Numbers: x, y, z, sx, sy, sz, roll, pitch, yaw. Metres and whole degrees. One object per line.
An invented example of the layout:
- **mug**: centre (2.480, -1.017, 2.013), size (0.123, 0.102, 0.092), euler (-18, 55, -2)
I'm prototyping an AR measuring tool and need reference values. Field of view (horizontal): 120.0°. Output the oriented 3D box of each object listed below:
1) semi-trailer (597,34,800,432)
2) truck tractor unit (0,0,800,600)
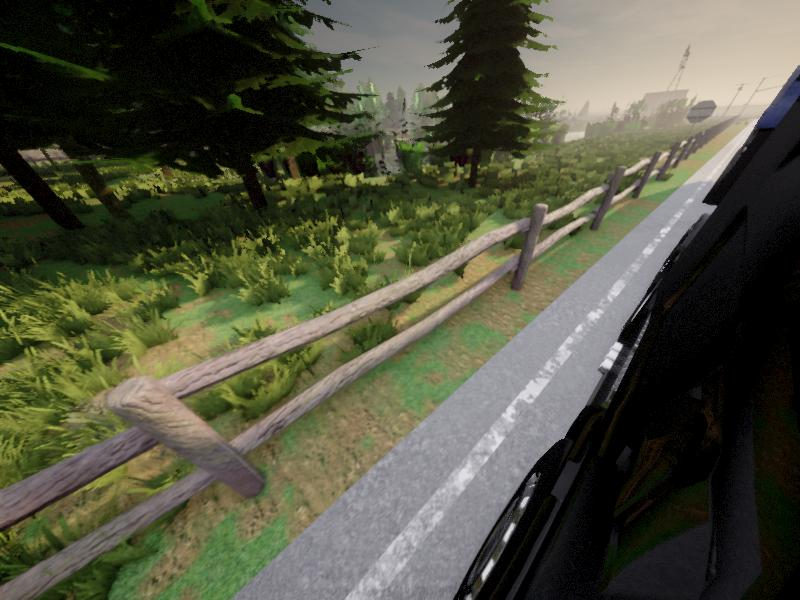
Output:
- **semi-trailer**: centre (8.747, -3.583, 4.163), size (14.254, 4.402, 2.717), euler (-28, 43, -29)
- **truck tractor unit**: centre (2.645, -0.295, 0.351), size (6.516, 4.208, 3.053), euler (-28, 44, -30)
